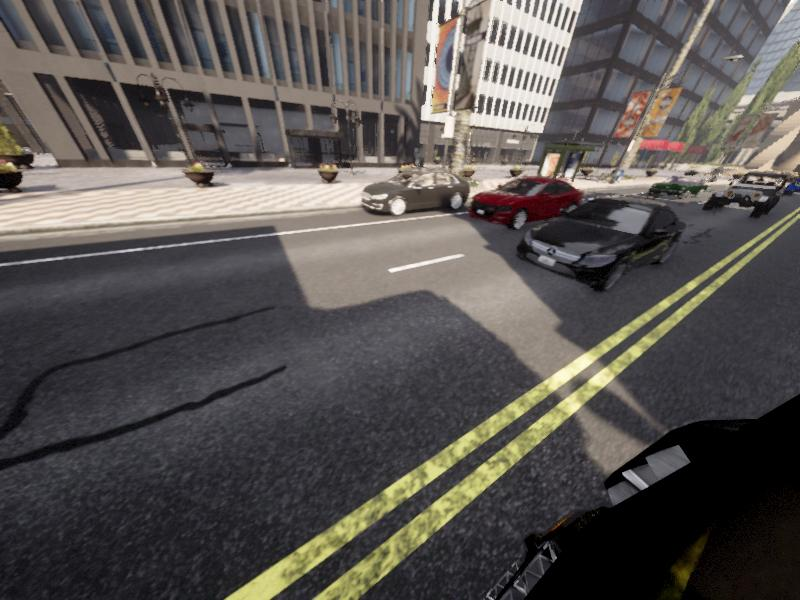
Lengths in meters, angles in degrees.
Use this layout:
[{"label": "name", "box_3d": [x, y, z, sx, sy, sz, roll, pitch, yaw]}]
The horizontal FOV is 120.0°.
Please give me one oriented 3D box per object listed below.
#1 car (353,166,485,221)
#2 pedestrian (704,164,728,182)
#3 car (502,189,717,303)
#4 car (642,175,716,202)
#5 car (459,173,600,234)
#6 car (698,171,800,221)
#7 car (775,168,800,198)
[{"label": "car", "box_3d": [0.804, -4.617, 9.668, 4.892, 1.521, 2.231, -16, 38, -26]}, {"label": "pedestrian", "box_3d": [39.375, -15.873, 28.838, 0.751, 1.860, 0.751, -2, 34, -6]}, {"label": "car", "box_3d": [4.900, -1.569, 5.406, 4.674, 1.442, 1.812, -16, 38, -26]}, {"label": "car", "box_3d": [19.510, -7.872, 16.134, 4.718, 1.301, 1.895, -15, 37, -25]}, {"label": "car", "box_3d": [4.907, -3.834, 8.762, 5.008, 1.535, 1.882, -16, 38, -26]}, {"label": "car", "box_3d": [17.825, -5.434, 11.770, 3.866, 1.878, 1.905, -16, 37, -25]}, {"label": "car", "box_3d": [35.286, -9.551, 19.104, 5.566, 2.045, 2.150, -6, 34, -13]}]
